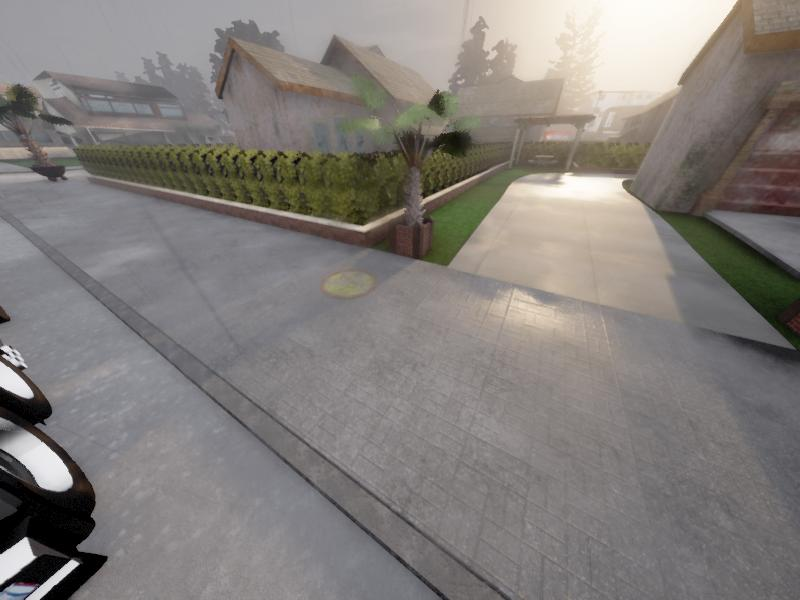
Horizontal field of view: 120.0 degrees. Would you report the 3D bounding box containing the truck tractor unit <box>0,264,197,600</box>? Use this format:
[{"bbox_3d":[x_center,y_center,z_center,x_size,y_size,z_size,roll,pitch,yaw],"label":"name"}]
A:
[{"bbox_3d":[-5.111,-0.300,0.781,6.516,4.208,3.053,18,39,24],"label":"truck tractor unit"}]
